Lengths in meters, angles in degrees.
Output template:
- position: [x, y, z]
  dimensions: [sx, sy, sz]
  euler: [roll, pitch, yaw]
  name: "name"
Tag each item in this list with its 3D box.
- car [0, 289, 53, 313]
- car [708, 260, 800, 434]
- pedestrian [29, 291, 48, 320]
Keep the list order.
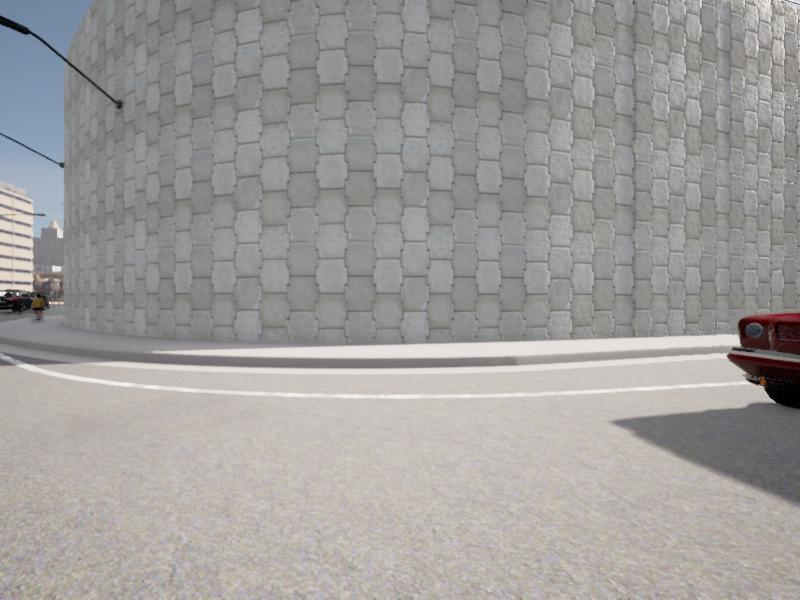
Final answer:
- position: [-28.952, 0.067, 30.355]
  dimensions: [2.242, 1.667, 4.611]
  euler: [0, 0, -16]
  name: "car"
- position: [5.343, 0.355, 3.255]
  dimensions: [4.718, 1.301, 1.895]
  euler: [0, 0, -12]
  name: "car"
- position: [-13.977, 0.222, 15.476]
  dimensions: [0.500, 1.100, 0.500]
  euler: [0, 0, -36]
  name: "pedestrian"
